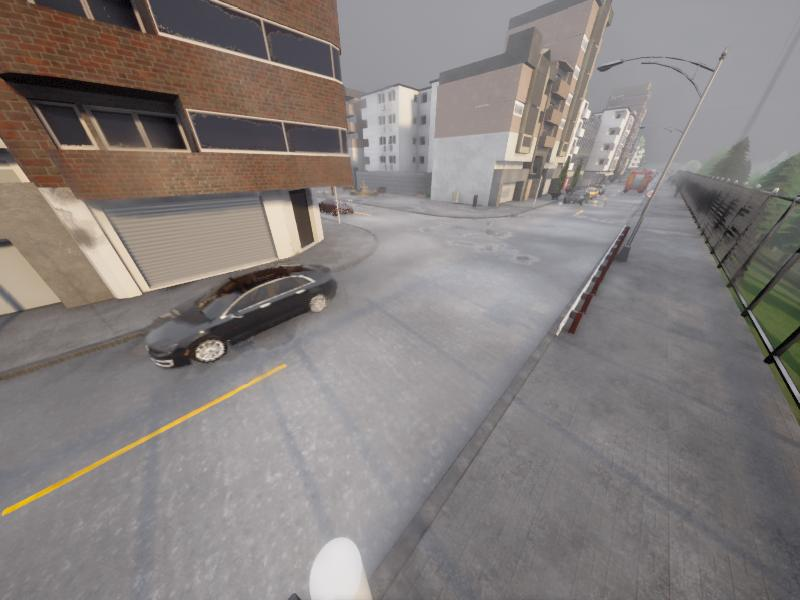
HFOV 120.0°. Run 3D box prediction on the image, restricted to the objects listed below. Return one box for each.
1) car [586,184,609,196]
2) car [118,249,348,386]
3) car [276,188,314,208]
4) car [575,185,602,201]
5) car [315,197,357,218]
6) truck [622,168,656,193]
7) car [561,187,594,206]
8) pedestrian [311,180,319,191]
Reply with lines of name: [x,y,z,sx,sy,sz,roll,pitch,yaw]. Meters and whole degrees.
car: [32.705,-18.205,38.270,1.970,1.475,3.806,27,39,38]
car: [-4.152,-0.002,6.724,1.837,1.490,4.892,24,38,35]
car: [-12.964,-12.612,28.438,5.027,1.651,2.152,26,39,38]
car: [27.818,-15.809,34.016,5.366,1.575,1.801,-27,39,-38]
car: [-6.371,-9.208,22.794,1.994,1.385,4.181,-26,39,-38]
truck: [45.374,-22.725,43.750,8.468,3.827,2.891,-27,39,-38]
car: [22.786,-13.386,29.605,4.553,1.767,2.097,-27,39,-38]
pedestrian: [-15.880,-21.334,43.049,0.751,1.860,0.751,-26,39,-37]
